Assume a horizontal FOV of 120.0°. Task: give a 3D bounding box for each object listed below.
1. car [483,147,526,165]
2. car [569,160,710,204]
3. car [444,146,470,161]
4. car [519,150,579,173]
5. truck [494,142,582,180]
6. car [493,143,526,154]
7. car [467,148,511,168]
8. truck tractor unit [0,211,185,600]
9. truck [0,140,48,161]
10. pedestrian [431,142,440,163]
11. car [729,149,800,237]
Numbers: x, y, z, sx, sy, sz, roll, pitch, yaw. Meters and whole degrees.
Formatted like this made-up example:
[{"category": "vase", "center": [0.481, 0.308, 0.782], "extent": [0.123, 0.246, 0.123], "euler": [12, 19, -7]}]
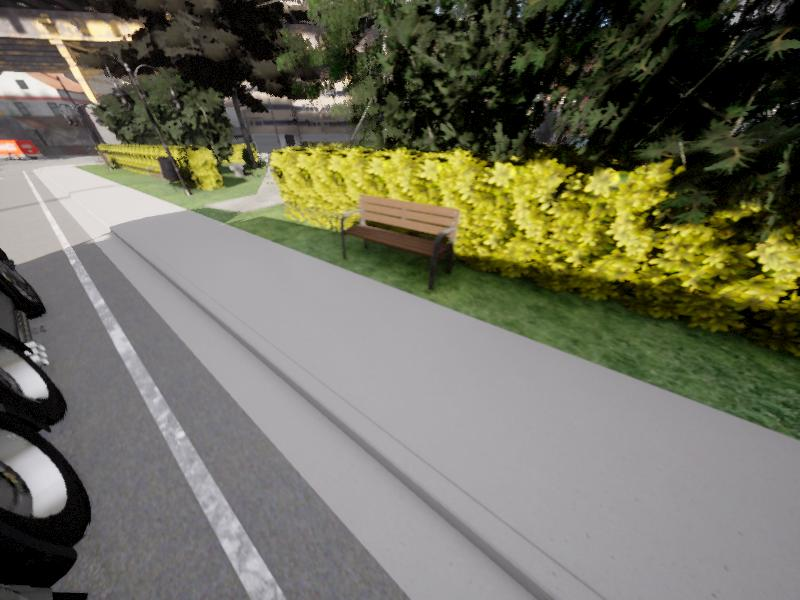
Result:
[{"category": "car", "center": [11.933, -16.822, 26.877], "extent": [2.163, 1.488, 4.792], "euler": [-6, 35, -9]}, {"category": "car", "center": [11.333, -6.081, 11.572], "extent": [1.895, 1.301, 4.718], "euler": [-5, 35, -7]}, {"category": "car", "center": [7.797, -20.481, 32.148], "extent": [2.128, 1.511, 4.902], "euler": [-2, 35, -3]}, {"category": "car", "center": [13.120, -12.546, 20.742], "extent": [1.812, 1.442, 4.674], "euler": [-5, 35, -7]}, {"category": "truck", "center": [10.105, -10.948, 17.887], "extent": [2.390, 2.098, 6.274], "euler": [-5, 35, -7]}, {"category": "car", "center": [20.625, -28.624, 43.675], "extent": [5.238, 1.638, 1.930], "euler": [-5, 35, -7]}, {"category": "car", "center": [8.975, -14.734, 23.888], "extent": [2.163, 1.488, 4.792], "euler": [-5, 35, -7]}, {"category": "truck tractor unit", "center": [-5.016, -0.386, 0.906], "extent": [6.516, 4.208, 3.053], "euler": [22, 40, 28]}, {"category": "truck", "center": [-56.438, -21.597, 33.342], "extent": [5.204, 2.467, 2.627], "euler": [-5, 35, -7]}, {"category": "pedestrian", "center": [3.871, -16.119, 25.283], "extent": [0.751, 1.860, 0.751], "euler": [-3, 35, -4]}, {"category": "car", "center": [12.542, -2.005, 5.038], "extent": [2.150, 2.045, 5.566], "euler": [-5, 35, -7]}]
